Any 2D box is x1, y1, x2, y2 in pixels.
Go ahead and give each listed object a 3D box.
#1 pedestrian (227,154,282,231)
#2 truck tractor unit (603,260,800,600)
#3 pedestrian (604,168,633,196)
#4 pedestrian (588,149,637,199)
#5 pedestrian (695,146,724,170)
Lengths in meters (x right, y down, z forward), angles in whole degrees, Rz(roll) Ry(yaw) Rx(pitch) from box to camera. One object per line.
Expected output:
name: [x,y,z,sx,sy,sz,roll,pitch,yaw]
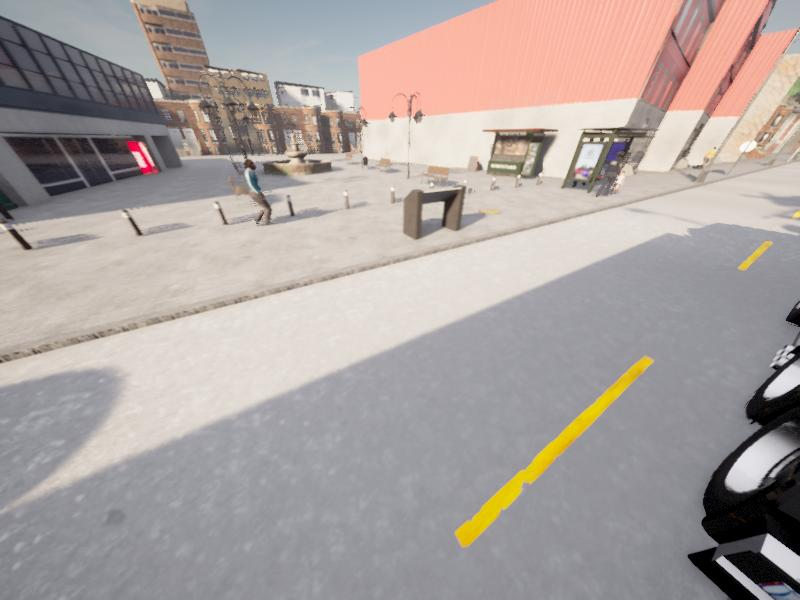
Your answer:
pedestrian: [-4.105,-3.060,6.601,0.751,1.860,0.751,-18,39,-24]
truck tractor unit: [5.104,-0.307,0.799,6.516,4.208,3.053,-18,39,-25]
pedestrian: [10.359,-5.588,10.967,0.500,1.100,0.500,-25,42,-32]
pedestrian: [9.450,-5.630,10.352,0.751,1.860,0.751,-18,39,-25]
pedestrian: [28.983,-13.348,21.646,0.751,1.860,0.751,-19,39,-26]
